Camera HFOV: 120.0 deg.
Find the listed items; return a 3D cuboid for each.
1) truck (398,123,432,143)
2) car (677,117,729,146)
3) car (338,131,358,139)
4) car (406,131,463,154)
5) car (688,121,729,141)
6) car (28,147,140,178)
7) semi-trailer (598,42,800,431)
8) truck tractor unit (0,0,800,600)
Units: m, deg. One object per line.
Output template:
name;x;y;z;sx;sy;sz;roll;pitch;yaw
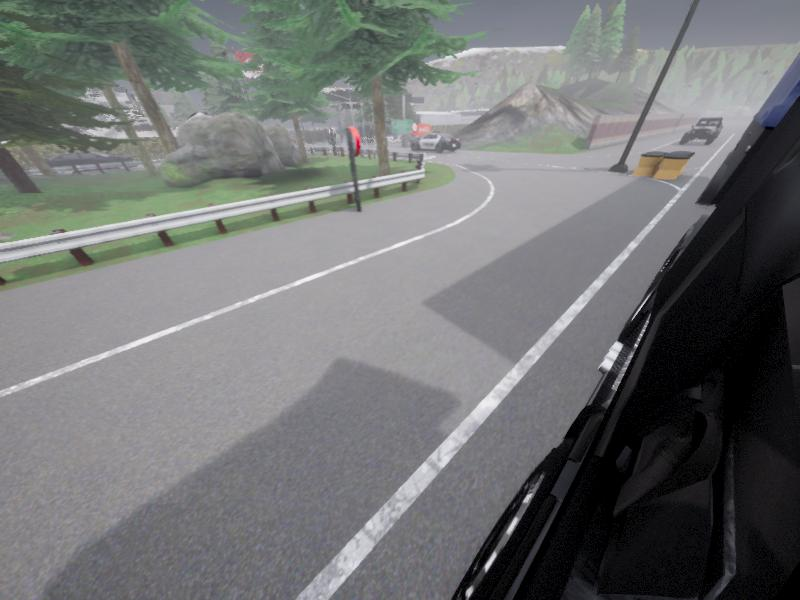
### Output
truck;2.499;-28.516;39.425;5.204;2.467;2.627;-25;42;-27
car;26.807;-14.925;20.437;3.866;1.878;1.905;-28;44;-30
car;-15.093;-48.210;67.414;4.974;1.542;2.038;-28;44;-30
car;2.952;-14.261;20.858;2.038;1.542;4.974;-28;44;-30
car;31.325;-17.187;23.480;3.705;1.549;1.789;-28;44;-30
car;-24.714;-11.081;18.481;5.008;1.535;1.882;-28;44;-30
semi-trailer;8.699;-3.593;4.244;14.254;4.402;2.717;-28;44;-30
truck tractor unit;2.645;-0.295;0.352;6.516;4.208;3.053;-28;44;-30
